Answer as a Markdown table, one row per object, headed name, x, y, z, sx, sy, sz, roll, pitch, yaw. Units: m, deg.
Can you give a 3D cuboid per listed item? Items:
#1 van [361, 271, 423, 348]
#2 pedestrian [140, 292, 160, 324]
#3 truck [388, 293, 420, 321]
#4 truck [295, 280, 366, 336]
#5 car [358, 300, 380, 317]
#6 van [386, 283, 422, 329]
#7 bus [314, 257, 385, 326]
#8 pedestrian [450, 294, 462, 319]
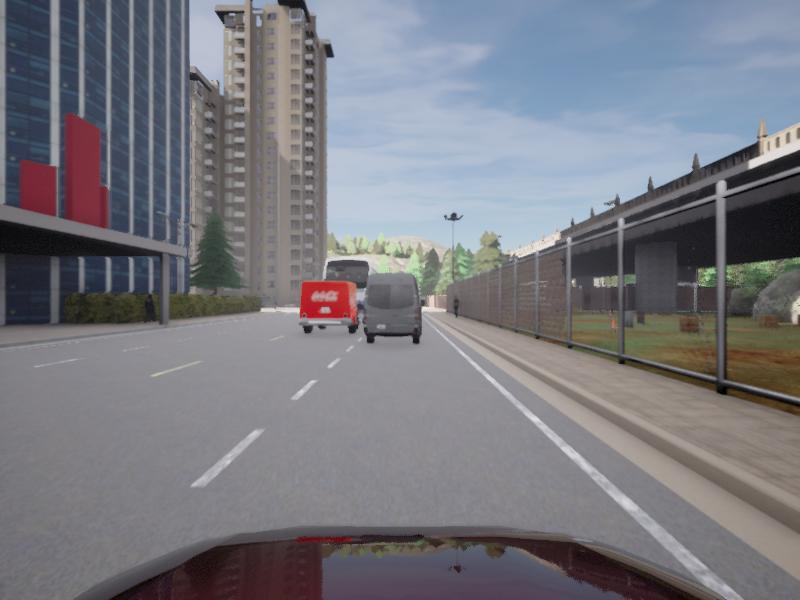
| name | x | y | z | sx | sy | sz | roll | pitch | yaw |
| --- | --- | --- | --- | --- | --- | --- | --- | --- | --- |
| van | -0.112 | 0.318 | 16.473 | 1.988 | 2.561 | 5.915 | 0 | 0 | 4 |
| pedestrian | -15.153 | 0.479 | 24.306 | 0.751 | 1.860 | 0.751 | 0 | 0 | 0 |
| truck | 0.322 | 0.534 | 33.261 | 2.390 | 2.098 | 6.274 | 0 | 0 | 1 |
| truck | -3.307 | 0.349 | 20.332 | 2.627 | 2.467 | 5.204 | 0 | 0 | 1 |
| car | -3.103 | 0.791 | 40.653 | 1.801 | 1.575 | 5.366 | 0 | 0 | 1 |
| van | 0.242 | 0.317 | 24.843 | 1.988 | 2.561 | 5.915 | 0 | 0 | 1 |
| bus | -3.333 | -0.542 | 29.923 | 3.944 | 4.253 | 10.273 | 0 | 0 | 1 |
| pedestrian | 4.301 | 0.477 | 30.636 | 0.751 | 1.860 | 0.751 | 0 | 0 | -4 |
